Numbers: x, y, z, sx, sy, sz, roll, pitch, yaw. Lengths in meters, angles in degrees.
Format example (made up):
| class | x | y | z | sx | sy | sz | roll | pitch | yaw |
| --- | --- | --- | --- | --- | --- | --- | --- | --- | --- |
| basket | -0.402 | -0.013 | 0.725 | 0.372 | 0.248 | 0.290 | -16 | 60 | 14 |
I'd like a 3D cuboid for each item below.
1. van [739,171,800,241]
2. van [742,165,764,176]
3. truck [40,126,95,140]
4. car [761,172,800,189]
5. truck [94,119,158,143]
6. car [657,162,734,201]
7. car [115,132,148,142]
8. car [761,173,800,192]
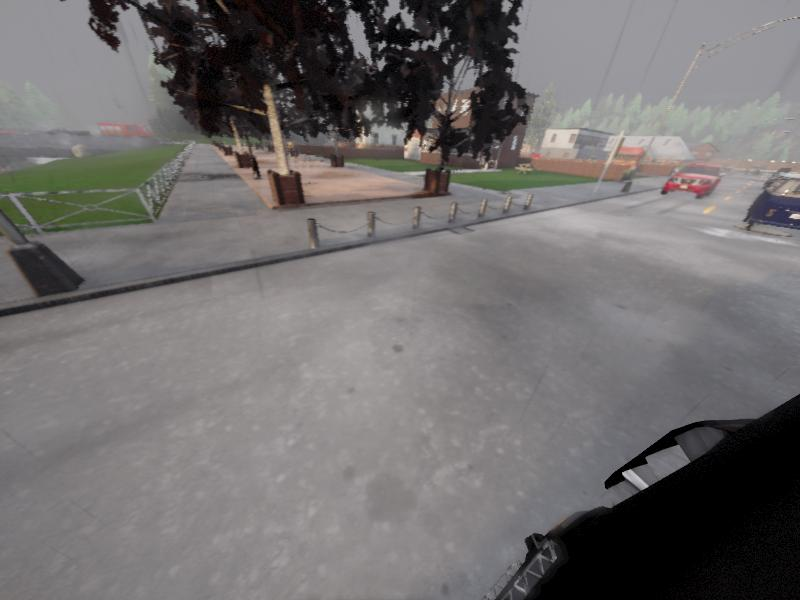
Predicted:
| class | x | y | z | sx | sy | sz | roll | pitch | yaw |
| --- | --- | --- | --- | --- | --- | --- | --- | --- | --- |
| van | 15.421 | -3.764 | 8.974 | 4.442 | 1.987 | 1.775 | -22 | 41 | -33 |
| van | 80.281 | -29.486 | 52.546 | 4.442 | 1.987 | 1.775 | -19 | 40 | -30 |
| truck | -73.143 | -36.756 | 51.021 | 6.274 | 2.098 | 2.390 | -19 | 40 | -30 |
| car | 47.182 | -14.859 | 28.529 | 4.792 | 1.488 | 2.163 | -19 | 40 | -30 |
| truck | -62.330 | -38.562 | 53.028 | 8.468 | 3.827 | 2.891 | -19 | 40 | -30 |
| car | 21.577 | -8.756 | 16.866 | 5.566 | 2.045 | 2.150 | -19 | 40 | -30 |
| car | -64.959 | -39.559 | 56.064 | 4.605 | 1.855 | 1.932 | -19 | 40 | -30 |
| car | 40.614 | -12.542 | 24.535 | 4.892 | 1.490 | 1.837 | -19 | 40 | -30 |
